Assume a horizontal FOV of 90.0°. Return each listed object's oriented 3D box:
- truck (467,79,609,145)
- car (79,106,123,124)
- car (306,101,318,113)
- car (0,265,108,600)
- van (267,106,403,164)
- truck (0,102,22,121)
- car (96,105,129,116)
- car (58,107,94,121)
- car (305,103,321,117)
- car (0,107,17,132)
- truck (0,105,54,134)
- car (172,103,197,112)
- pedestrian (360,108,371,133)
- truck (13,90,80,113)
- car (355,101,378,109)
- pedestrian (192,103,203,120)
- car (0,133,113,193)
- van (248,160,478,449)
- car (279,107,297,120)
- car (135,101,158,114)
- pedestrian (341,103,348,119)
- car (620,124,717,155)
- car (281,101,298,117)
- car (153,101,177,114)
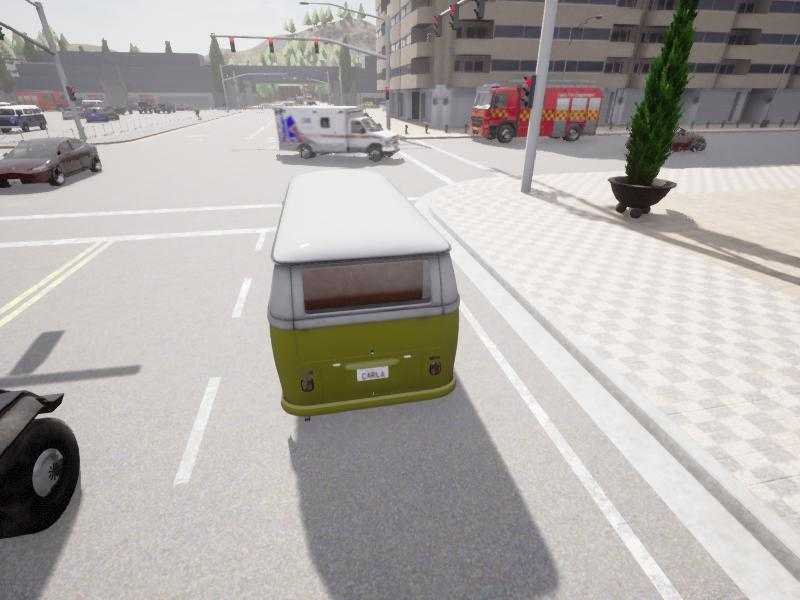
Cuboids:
[{"bbox_3d":[9.342,-13.069,27.713,8.468,3.827,2.891,-5,28,-10],"label":"truck"},{"bbox_3d":[-35.279,-21.953,47.352,2.242,1.667,4.611,-5,28,-10],"label":"car"},{"bbox_3d":[-16.076,-35.343,73.344,1.905,1.878,3.866,-5,28,-10],"label":"car"},{"bbox_3d":[-3.362,1.529,1.572,1.905,1.878,3.866,-5,28,-10],"label":"car"},{"bbox_3d":[-3.238,-8.629,20.679,6.366,2.431,2.351,8,29,16],"label":"van"},{"bbox_3d":[-50.557,-23.779,50.350,2.069,2.038,4.478,-5,28,-10],"label":"truck"},{"bbox_3d":[-44.202,-29.219,61.645,2.033,1.415,5.357,-5,28,-10],"label":"car"},{"bbox_3d":[-42.049,-24.271,52.030,1.970,1.475,3.806,-5,28,-10],"label":"car"},{"bbox_3d":[-13.288,-28.990,61.071,2.097,1.767,4.553,-5,28,-10],"label":"car"},{"bbox_3d":[-35.165,-15.070,33.590,1.932,1.855,4.605,-5,28,-10],"label":"car"},{"bbox_3d":[-32.339,-15.445,34.107,2.069,2.038,4.478,-5,28,-10],"label":"truck"},{"bbox_3d":[-43.396,-38.799,80.635,3.806,1.475,1.970,-5,28,-10],"label":"car"},{"bbox_3d":[-2.825,-14.698,32.786,0.751,1.860,0.751,-5,28,-10],"label":"pedestrian"},{"bbox_3d":[-67.351,-37.972,76.398,8.468,3.827,2.891,-5,28,-9],"label":"truck"},{"bbox_3d":[-8.012,-47.069,96.500,5.366,1.575,1.801,-5,28,-10],"label":"car"},{"bbox_3d":[-25.119,-23.331,49.617,0.751,1.860,0.751,-6,28,-11],"label":"pedestrian"},{"bbox_3d":[-13.672,-5.483,15.614,2.163,1.488,4.792,-5,28,-10],"label":"car"},{"bbox_3d":[-0.682,-0.529,5.468,1.775,1.987,4.442,-5,28,-10],"label":"van"},{"bbox_3d":[-15.727,-26.323,56.318,2.033,1.411,5.357,-6,28,-11],"label":"car"},{"bbox_3d":[-42.790,-32.557,67.627,1.905,1.878,3.866,-5,28,-10],"label":"car"},{"bbox_3d":[-7.130,-24.317,51.505,0.751,1.860,0.751,-5,28,-10],"label":"pedestrian"},{"bbox_3d":[15.351,-9.273,23.004,4.181,1.385,1.994,-5,28,-10],"label":"car"},{"bbox_3d":[-17.251,-30.006,62.780,2.150,2.045,5.566,-5,28,-10],"label":"car"},{"bbox_3d":[-39.940,-32.795,68.077,1.932,1.855,4.605,-5,28,-10],"label":"car"}]
